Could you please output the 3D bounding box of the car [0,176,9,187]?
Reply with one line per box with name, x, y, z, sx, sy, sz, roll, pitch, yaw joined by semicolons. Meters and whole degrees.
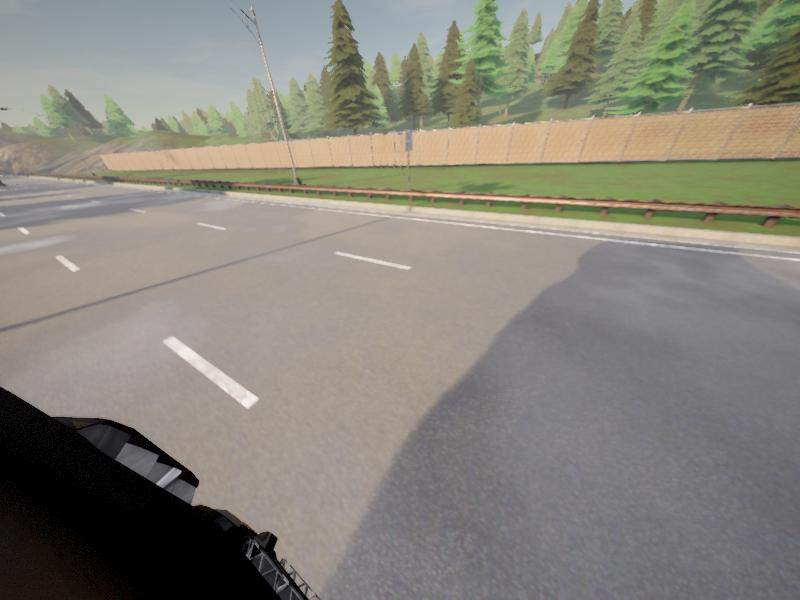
car;-53.168;-15.438;29.731;4.902;1.511;2.128;16;38;26
